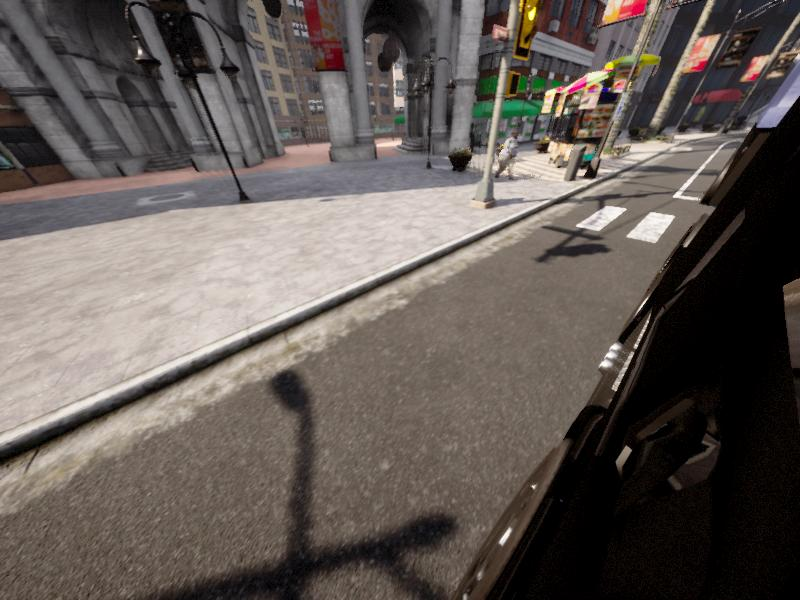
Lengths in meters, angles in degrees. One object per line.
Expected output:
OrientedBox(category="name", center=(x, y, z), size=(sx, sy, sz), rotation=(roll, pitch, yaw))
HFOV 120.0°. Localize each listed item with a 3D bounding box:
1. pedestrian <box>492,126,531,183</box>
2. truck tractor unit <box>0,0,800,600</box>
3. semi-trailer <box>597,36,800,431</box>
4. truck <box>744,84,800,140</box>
OrientedBox(category="pedestrian", center=(4.523, -5.968, 9.506), size=(0.751, 1.860, 0.751), rotation=(-21, 41, -23))
OrientedBox(category="truck tractor unit", center=(2.645, -0.295, 0.352), size=(6.516, 4.208, 3.053), rotation=(-28, 44, -30))
OrientedBox(category="semi-trailer", center=(8.728, -3.580, 4.205), size=(14.254, 4.402, 2.717), rotation=(-28, 43, -29))
OrientedBox(category="truck", center=(37.619, -17.388, 21.361), size=(8.468, 3.827, 2.891), rotation=(-16, 39, -18))
